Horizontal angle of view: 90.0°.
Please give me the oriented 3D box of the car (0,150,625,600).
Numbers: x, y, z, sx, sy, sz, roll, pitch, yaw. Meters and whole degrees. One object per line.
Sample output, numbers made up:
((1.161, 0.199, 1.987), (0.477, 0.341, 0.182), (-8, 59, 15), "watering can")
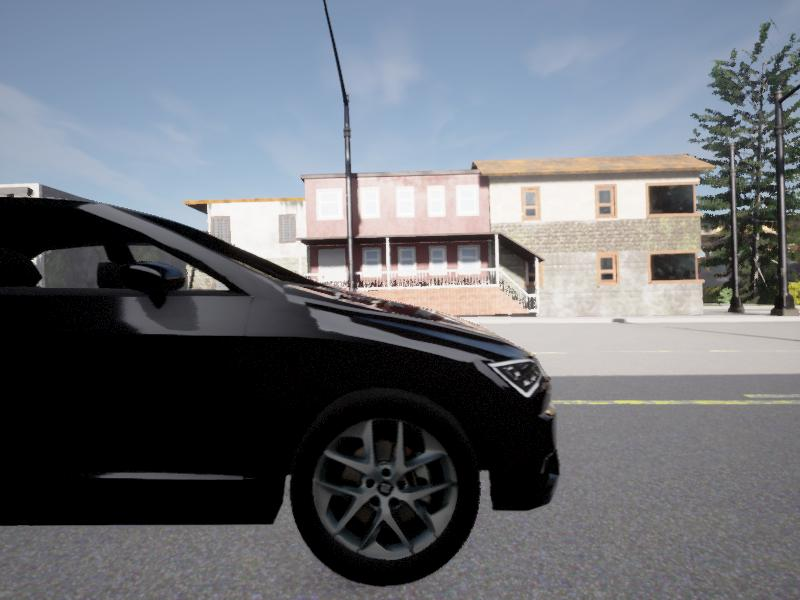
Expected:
((-1.372, 0.256, 2.199), (4.193, 1.474, 1.816), (0, 0, 0), "car")

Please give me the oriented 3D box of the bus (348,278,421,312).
((-2.329, -0.523, 54.500), (3.944, 4.253, 10.273), (-2, 0, -43), "bus")

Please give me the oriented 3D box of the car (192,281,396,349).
((-2.181, 0.310, 9.196), (4.181, 1.385, 1.994), (0, 0, 0), "car")
